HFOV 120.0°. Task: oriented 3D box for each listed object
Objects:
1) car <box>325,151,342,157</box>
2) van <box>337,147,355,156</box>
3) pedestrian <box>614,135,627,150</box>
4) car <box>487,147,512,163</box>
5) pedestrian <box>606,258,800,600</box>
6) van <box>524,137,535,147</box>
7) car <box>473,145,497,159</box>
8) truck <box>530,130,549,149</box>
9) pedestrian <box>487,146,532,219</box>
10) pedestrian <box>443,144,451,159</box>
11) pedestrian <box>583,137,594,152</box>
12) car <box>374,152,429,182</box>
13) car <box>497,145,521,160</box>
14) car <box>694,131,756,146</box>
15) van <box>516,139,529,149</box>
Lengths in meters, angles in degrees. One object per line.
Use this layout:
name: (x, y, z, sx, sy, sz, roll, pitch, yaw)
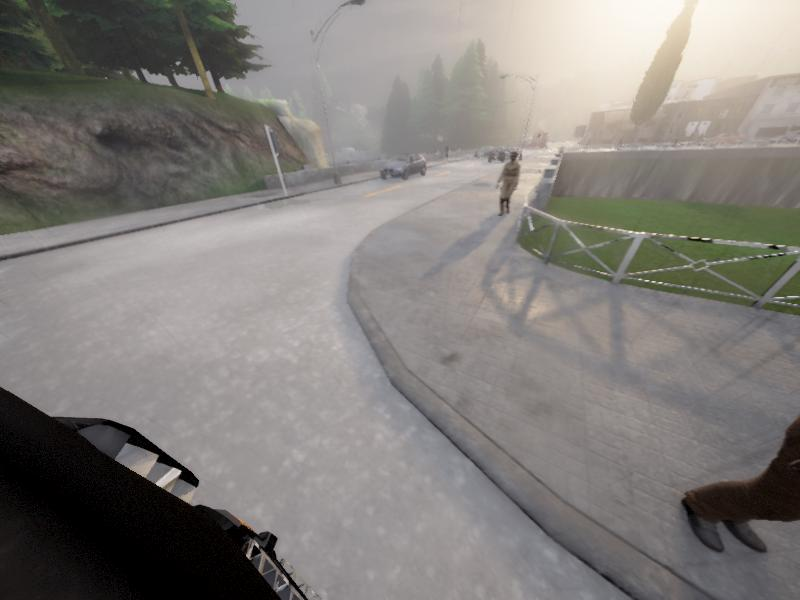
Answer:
car: (-21.580, -47.395, 75.100, 2.163, 1.488, 4.792, 16, 38, 26)
van: (-19.500, -54.180, 84.215, 2.351, 2.431, 6.366, 16, 38, 26)
pedestrian: (33.782, -24.087, 35.410, 0.751, 1.860, 0.751, 14, 37, 24)
car: (12.059, -17.545, 27.886, 1.816, 1.474, 4.193, 17, 38, 27)
pedestrian: (1.911, 0.617, 0.932, 0.751, 1.860, 0.751, -1, 34, 3)
van: (42.490, -51.841, 75.786, 1.988, 2.561, 5.915, 17, 38, 27)
car: (13.120, -22.897, 35.664, 2.033, 1.649, 4.856, 17, 39, 27)
truck: (37.820, -43.513, 62.578, 2.891, 3.827, 8.468, 17, 38, 27)
pedestrian: (3.307, -3.548, 7.053, 0.751, 1.860, 0.751, 18, 39, 28)
pedestrian: (7.107, -22.487, 35.078, 0.751, 1.860, 0.751, 26, 43, 36)
pedestrian: (28.971, -23.922, 35.535, 0.751, 1.860, 0.751, 16, 38, 26)
car: (0.289, -10.570, 18.198, 2.242, 1.667, 4.611, 17, 38, 27)
car: (15.439, -20.840, 32.499, 2.038, 1.542, 4.974, 16, 38, 26)
car: (51.073, -25.429, 36.515, 5.027, 1.651, 2.152, 17, 38, 27)
van: (34.365, -43.730, 64.787, 2.069, 2.038, 4.480, 17, 38, 27)
